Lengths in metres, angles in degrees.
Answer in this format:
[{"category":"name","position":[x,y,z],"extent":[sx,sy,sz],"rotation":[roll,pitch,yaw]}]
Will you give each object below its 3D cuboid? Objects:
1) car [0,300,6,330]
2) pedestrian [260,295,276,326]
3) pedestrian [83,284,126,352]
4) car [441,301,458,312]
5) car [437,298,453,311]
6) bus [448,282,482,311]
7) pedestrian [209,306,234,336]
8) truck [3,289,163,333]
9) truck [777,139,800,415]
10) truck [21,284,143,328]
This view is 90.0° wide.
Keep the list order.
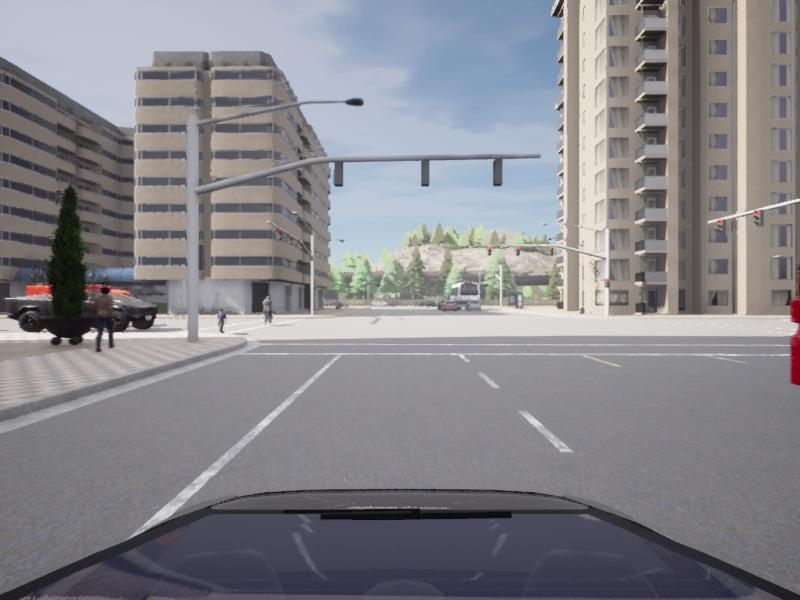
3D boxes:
[{"category":"car","position":[-23.663,0.804,20.410],"extent":[5.366,1.575,1.801],"rotation":[0,0,1]},{"category":"pedestrian","position":[-8.249,0.640,25.010],"extent":[0.751,1.860,0.751],"rotation":[0,0,7]},{"category":"pedestrian","position":[-8.320,0.486,11.296],"extent":[0.751,1.860,0.751],"rotation":[0,0,-15]},{"category":"car","position":[6.994,0.859,56.524],"extent":[1.970,1.475,3.806],"rotation":[0,0,0]},{"category":"car","position":[6.997,0.659,62.543],"extent":[1.932,1.855,4.605],"rotation":[0,0,0]},{"category":"bus","position":[10.376,-0.527,65.585],"extent":[3.944,4.253,10.273],"rotation":[0,0,0]},{"category":"pedestrian","position":[-7.902,0.919,17.729],"extent":[0.751,1.300,0.751],"rotation":[0,0,-1]},{"category":"truck","position":[-15.830,0.545,20.276],"extent":[6.274,2.098,2.390],"rotation":[0,0,1]},{"category":"truck","position":[7.007,-0.320,1.666],"extent":[2.891,3.827,8.468],"rotation":[0,0,0]},{"category":"truck","position":[-18.735,0.359,23.819],"extent":[5.204,2.467,2.627],"rotation":[0,0,1]}]
